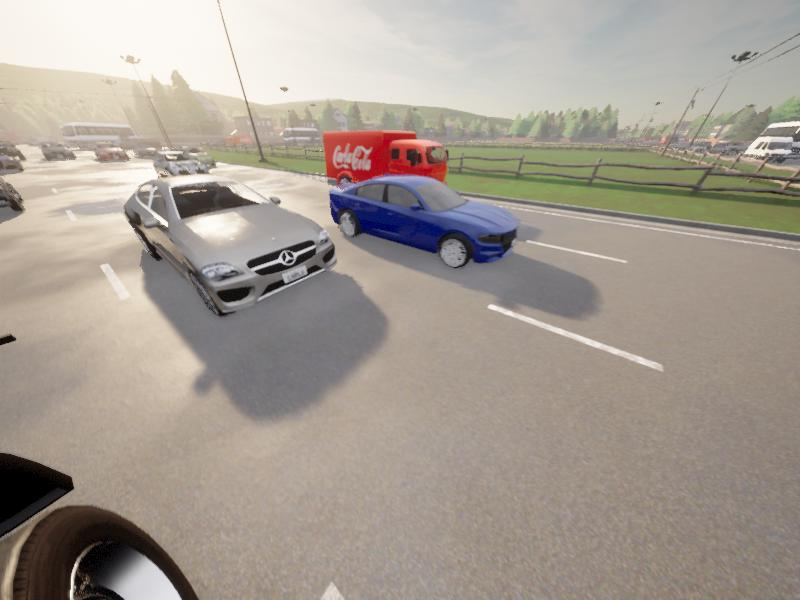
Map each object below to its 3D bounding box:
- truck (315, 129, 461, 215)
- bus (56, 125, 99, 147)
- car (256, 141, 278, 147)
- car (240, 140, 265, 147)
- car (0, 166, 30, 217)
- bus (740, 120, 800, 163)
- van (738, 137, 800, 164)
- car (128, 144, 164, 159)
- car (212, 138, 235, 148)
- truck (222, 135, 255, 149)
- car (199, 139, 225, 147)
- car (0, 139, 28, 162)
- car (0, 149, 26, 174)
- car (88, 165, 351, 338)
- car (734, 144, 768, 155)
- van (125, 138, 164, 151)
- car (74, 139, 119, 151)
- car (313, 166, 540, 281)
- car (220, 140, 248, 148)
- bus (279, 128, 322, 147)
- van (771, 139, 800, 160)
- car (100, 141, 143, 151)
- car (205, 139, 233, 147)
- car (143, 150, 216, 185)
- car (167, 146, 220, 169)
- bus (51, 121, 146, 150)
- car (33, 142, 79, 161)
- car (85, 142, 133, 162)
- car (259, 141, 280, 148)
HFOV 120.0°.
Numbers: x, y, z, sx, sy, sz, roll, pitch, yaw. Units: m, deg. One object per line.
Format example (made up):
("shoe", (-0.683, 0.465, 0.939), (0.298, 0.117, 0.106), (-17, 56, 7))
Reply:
("truck", (-0.603, -5.578, 9.699), (5.204, 2.467, 2.627), (24, 42, 30))
("bus", (-80.560, -40.864, 57.621), (10.273, 4.253, 3.944), (23, 41, 29))
("car", (-35.937, -42.177, 62.459), (1.895, 1.301, 4.718), (23, 41, 29))
("car", (-39.970, -42.533, 62.719), (1.882, 1.535, 5.008), (23, 41, 29))
("car", (-15.061, -3.921, 8.010), (3.705, 1.549, 1.789), (24, 41, 29))
("bus", (51.623, -20.903, 30.420), (3.944, 4.253, 10.273), (23, 41, 29))
("van", (44.312, -17.988, 27.699), (1.988, 2.561, 5.915), (23, 41, 29))
("car", (-32.016, -18.760, 29.125), (4.181, 1.385, 1.994), (24, 42, 30))
("car", (-44.196, -39.375, 57.881), (1.905, 1.878, 3.866), (23, 41, 29))
("truck", (-38.156, -37.516, 54.784), (2.627, 2.467, 5.204), (23, 41, 29))
("car", (-49.864, -41.674, 61.290), (2.242, 1.667, 4.611), (23, 41, 29))
("car", (-41.602, -15.735, 24.283), (3.866, 1.878, 1.905), (25, 42, 31))
("car", (-29.854, -10.228, 17.010), (4.181, 1.385, 1.994), (24, 41, 29))
("car", (-3.639, -1.515, 4.631), (5.027, 1.651, 2.152), (23, 41, 29))
("car", (67.663, -29.187, 44.614), (1.930, 1.638, 5.238), (23, 41, 29))
("van", (-49.314, -30.238, 44.759), (1.775, 1.987, 4.442), (8, 36, 11))
("car", (-56.465, -28.967, 43.160), (2.242, 1.667, 4.611), (0, 35, 0))
("car", (0.330, -2.278, 5.828), (5.008, 1.535, 1.882), (23, 41, 29))
("car", (-40.847, -38.429, 56.895), (2.128, 1.511, 4.902), (23, 41, 29))
("bus", (-27.900, -46.136, 65.592), (3.944, 4.253, 10.273), (23, 41, 29))
("van", (57.633, -21.596, 33.041), (2.351, 2.431, 6.366), (23, 41, 29))
("car", (-52.990, -29.483, 44.090), (2.163, 1.488, 4.792), (5, 35, 7))
("car", (-46.768, -40.673, 59.938), (2.152, 1.651, 5.027), (23, 41, 29))
("car", (-13.644, -8.278, 14.288), (3.806, 1.475, 1.970), (23, 41, 29))
("car", (-18.718, -12.999, 20.914), (4.514, 1.525, 2.007), (23, 41, 29))
("bus", (-59.490, -32.804, 46.346), (3.944, 4.253, 10.273), (9, 36, 14))
("car", (-38.924, -16.880, 26.127), (4.611, 1.667, 2.242), (24, 42, 30))
("car", (-31.792, -16.221, 25.253), (4.611, 1.667, 2.242), (24, 41, 29))
("car", (-33.848, -40.428, 59.927), (1.994, 1.385, 4.181), (23, 41, 29))
